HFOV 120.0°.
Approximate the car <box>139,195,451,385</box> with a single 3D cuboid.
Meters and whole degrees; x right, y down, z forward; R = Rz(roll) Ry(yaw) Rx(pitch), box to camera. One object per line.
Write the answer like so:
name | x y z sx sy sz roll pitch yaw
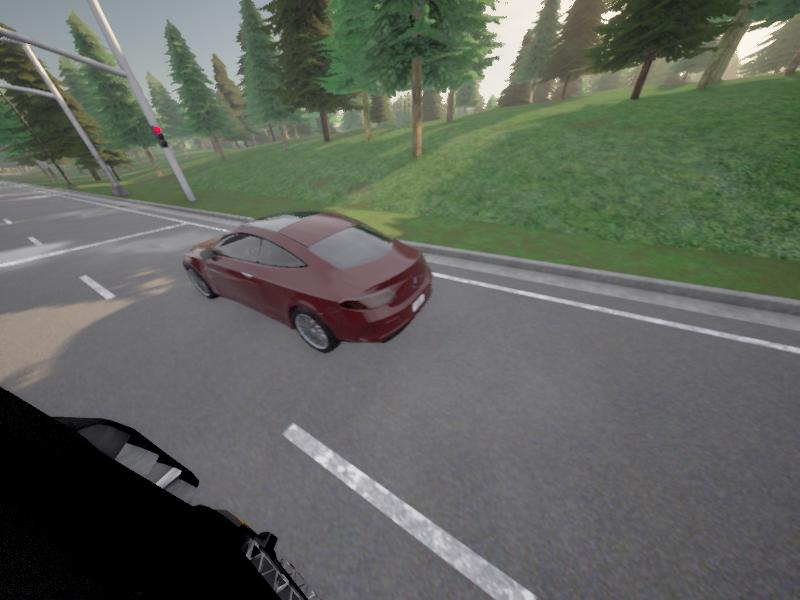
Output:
car | -1.773 -0.682 3.813 4.674 1.442 1.812 16 38 26
